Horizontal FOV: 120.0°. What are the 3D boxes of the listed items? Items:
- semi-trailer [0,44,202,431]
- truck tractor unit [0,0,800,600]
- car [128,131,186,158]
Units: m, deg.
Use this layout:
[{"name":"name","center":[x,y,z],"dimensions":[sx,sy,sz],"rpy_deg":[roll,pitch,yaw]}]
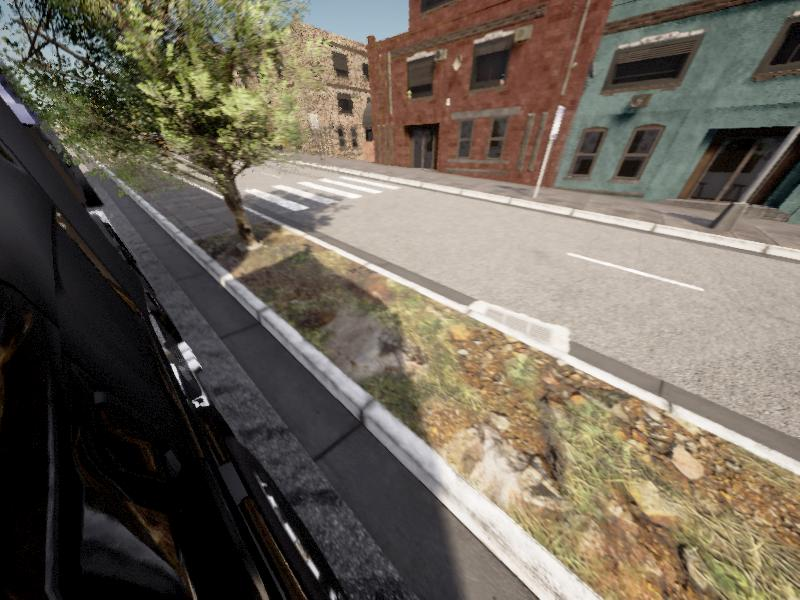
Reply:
[{"name":"semi-trailer","center":[-8.728,-3.545,4.258],"dimensions":[14.254,4.402,2.717],"rpy_deg":[27,44,30]},{"name":"truck tractor unit","center":[-2.645,-0.295,0.352],"dimensions":[6.516,4.208,3.053],"rpy_deg":[28,44,30]},{"name":"car","center":[-19.133,-12.276,18.148],"dimensions":[5.008,1.535,1.882],"rpy_deg":[27,43,31]}]
